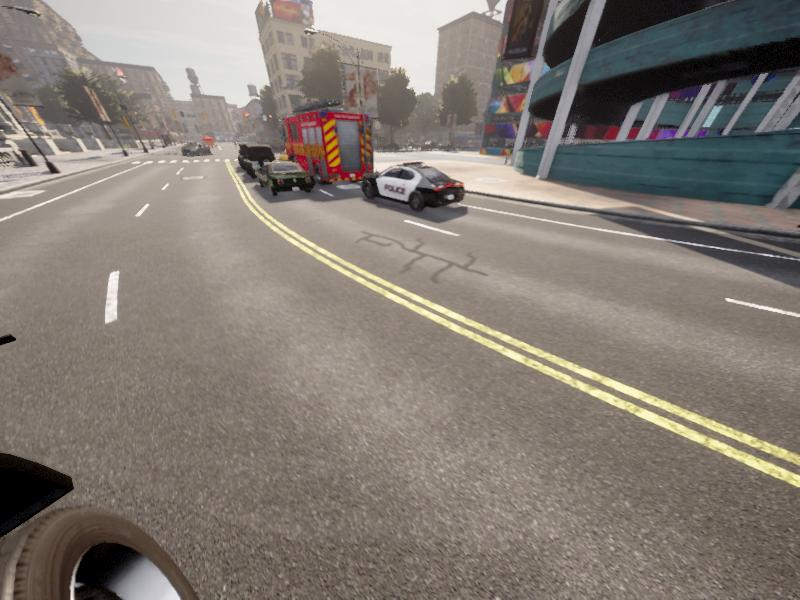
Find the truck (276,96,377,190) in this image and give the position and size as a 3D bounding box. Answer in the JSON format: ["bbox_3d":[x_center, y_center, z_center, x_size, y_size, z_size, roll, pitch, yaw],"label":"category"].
[{"bbox_3d":[-4.953,-9.963,14.894,2.891,3.827,8.468,-21,40,-28],"label":"truck"}]

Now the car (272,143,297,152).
[{"bbox_3d":[-23.930,-31.686,47.974,4.181,1.385,1.994,-26,43,-33],"label":"car"}]

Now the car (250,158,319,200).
[{"bbox_3d":[-6.123,-6.429,12.001,1.895,1.301,4.718,-22,41,-29],"label":"car"}]

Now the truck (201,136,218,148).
[{"bbox_3d":[-48.758,-40.485,59.219,2.627,2.467,5.204,-20,40,-27],"label":"truck"}]

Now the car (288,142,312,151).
[{"bbox_3d":[-22.757,-35.120,52.802,4.514,1.525,2.007,-17,38,-23],"label":"car"}]

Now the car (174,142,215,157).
[{"bbox_3d":[-29.684,-21.956,33.591,2.242,1.667,4.611,-4,35,-6],"label":"car"}]

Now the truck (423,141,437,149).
[{"bbox_3d":[9.218,-47.639,70.921,2.390,2.098,6.274,15,37,18],"label":"truck"}]

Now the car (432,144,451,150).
[{"bbox_3d":[12.361,-45.364,68.322,5.357,1.411,2.033,-20,40,-27],"label":"car"}]

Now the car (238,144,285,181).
[{"bbox_3d":[-9.689,-9.677,16.089,1.905,1.878,3.866,-21,40,-28],"label":"car"}]

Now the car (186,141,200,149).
[{"bbox_3d":[-50.316,-37.813,56.212,1.970,1.475,3.806,-20,40,-27],"label":"car"}]

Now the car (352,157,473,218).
[{"bbox_3d":[0.249,-5.029,9.903,2.038,1.542,4.974,-27,44,-34],"label":"car"}]

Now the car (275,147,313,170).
[{"bbox_3d":[-10.097,-13.485,21.838,1.801,1.575,5.366,-20,40,-27],"label":"car"}]

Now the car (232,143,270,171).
[{"bbox_3d":[-12.955,-12.497,20.089,1.905,1.878,3.866,-21,40,-28],"label":"car"}]

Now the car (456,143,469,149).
[{"bbox_3d":[20.697,-50.891,76.317,3.633,1.501,1.845,-20,40,-27],"label":"car"}]

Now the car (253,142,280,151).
[{"bbox_3d":[-29.720,-34.339,51.621,4.674,1.442,1.812,1,35,1],"label":"car"}]
